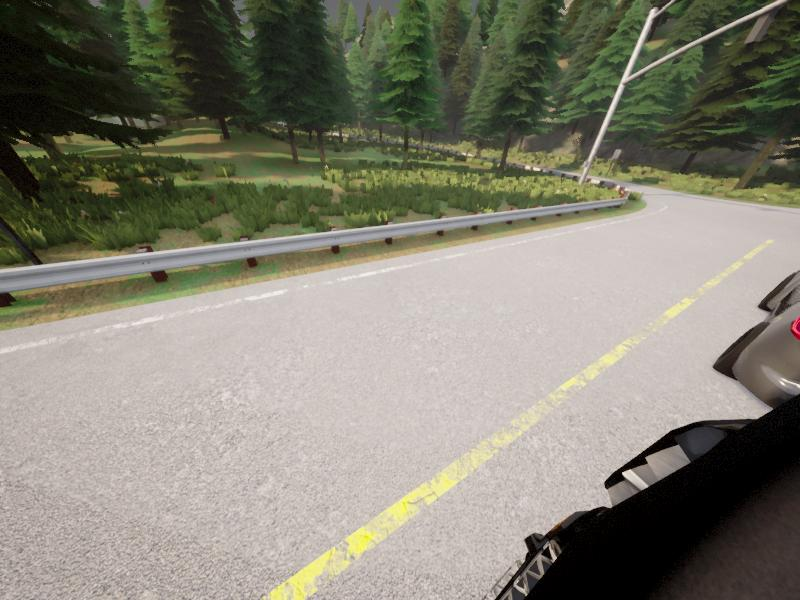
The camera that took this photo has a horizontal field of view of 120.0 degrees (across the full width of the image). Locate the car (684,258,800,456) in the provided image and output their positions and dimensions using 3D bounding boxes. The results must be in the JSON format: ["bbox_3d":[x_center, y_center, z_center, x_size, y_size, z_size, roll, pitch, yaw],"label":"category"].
[{"bbox_3d":[5.833,0.330,2.380,4.611,1.667,2.242,-16,38,-26],"label":"car"}]
